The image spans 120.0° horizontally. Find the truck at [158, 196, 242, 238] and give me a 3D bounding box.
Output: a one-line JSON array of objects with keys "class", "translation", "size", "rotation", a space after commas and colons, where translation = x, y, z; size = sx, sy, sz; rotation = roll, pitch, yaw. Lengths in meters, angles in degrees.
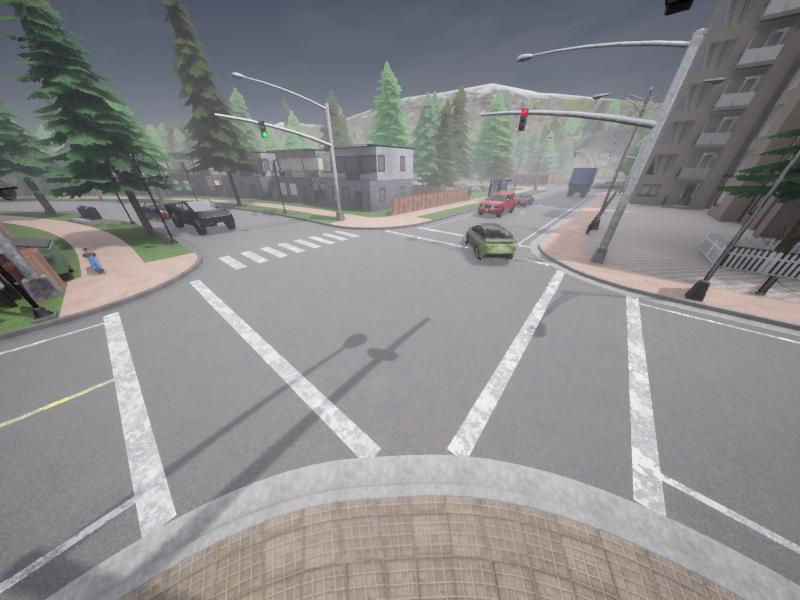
[{"class": "truck", "translation": [-15.490, -6.599, 17.860], "size": [6.274, 2.098, 2.390], "rotation": [18, 34, 28]}]

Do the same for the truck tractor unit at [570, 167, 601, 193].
[{"class": "truck tractor unit", "translation": [36.124, -23.701, 45.387], "size": [3.053, 4.208, 6.516], "rotation": [16, 34, 25]}]

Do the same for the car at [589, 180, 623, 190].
[{"class": "car", "translation": [43.843, -24.487, 49.316], "size": [4.611, 1.667, 2.242], "rotation": [12, 32, 19]}]

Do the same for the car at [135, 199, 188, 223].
[{"class": "car", "translation": [-21.960, -8.258, 21.303], "size": [3.633, 1.501, 1.845], "rotation": [14, 33, 22]}]

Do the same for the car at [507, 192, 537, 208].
[{"class": "car", "translation": [15.349, -12.575, 28.979], "size": [1.994, 1.385, 4.181], "rotation": [24, 38, 35]}]

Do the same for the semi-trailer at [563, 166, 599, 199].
[{"class": "semi-trailer", "translation": [31.491, -20.587, 39.805], "size": [2.717, 4.402, 14.254], "rotation": [21, 36, 32]}]

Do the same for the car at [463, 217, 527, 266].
[{"class": "car", "translation": [5.094, -3.529, 13.156], "size": [2.007, 1.525, 4.514], "rotation": [2, 30, 4]}]

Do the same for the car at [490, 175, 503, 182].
[{"class": "car", "translation": [29.590, -37.325, 71.038], "size": [1.932, 1.855, 4.605], "rotation": [23, 37, 34]}]

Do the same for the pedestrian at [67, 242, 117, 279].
[{"class": "pedestrian", "translation": [-13.068, -1.695, 9.820], "size": [0.751, 1.300, 0.751], "rotation": [20, 35, 30]}]

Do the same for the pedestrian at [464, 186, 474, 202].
[{"class": "pedestrian", "translation": [9.258, -14.130, 30.827], "size": [0.751, 1.860, 0.751], "rotation": [24, 37, 35]}]

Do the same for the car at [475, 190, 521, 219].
[{"class": "car", "translation": [10.071, -9.866, 23.608], "size": [2.150, 2.045, 5.566], "rotation": [24, 38, 35]}]
